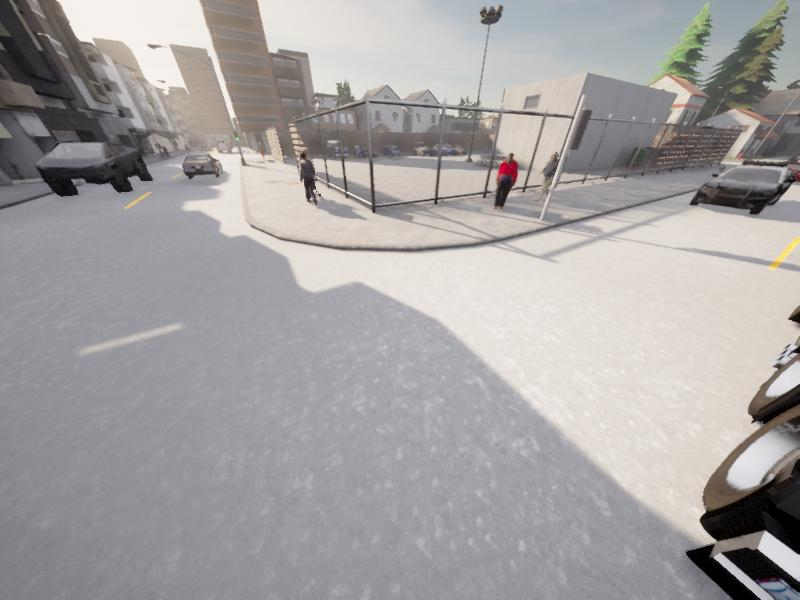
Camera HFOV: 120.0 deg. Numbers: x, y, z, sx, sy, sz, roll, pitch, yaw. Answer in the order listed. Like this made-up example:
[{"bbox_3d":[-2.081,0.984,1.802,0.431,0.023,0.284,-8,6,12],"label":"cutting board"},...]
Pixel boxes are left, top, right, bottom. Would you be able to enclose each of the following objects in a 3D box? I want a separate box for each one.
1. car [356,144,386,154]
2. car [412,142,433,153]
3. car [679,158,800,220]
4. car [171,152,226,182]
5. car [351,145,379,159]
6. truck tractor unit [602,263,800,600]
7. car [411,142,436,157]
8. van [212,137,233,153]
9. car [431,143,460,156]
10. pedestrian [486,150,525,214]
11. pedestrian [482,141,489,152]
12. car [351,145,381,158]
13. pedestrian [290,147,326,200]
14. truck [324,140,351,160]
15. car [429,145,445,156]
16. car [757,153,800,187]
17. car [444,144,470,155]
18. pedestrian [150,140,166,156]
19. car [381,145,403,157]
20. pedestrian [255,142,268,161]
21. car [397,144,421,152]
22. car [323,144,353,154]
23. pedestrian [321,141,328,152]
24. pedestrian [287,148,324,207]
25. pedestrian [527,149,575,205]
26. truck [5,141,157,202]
[{"bbox_3d":[-5.366,-28.201,43.154,4.902,1.511,2.128,-17,38,-23],"label":"car"},{"bbox_3d":[4.698,-31.634,47.834,3.866,1.878,1.905,-17,38,-23],"label":"car"},{"bbox_3d":[14.310,-4.757,9.515,5.238,1.638,1.930,-18,39,-25],"label":"car"},{"bbox_3d":[-14.215,-9.751,16.675,2.033,1.411,5.357,-17,39,-24],"label":"car"},{"bbox_3d":[-5.117,-21.325,33.244,2.033,1.415,5.357,-18,39,-24],"label":"car"},{"bbox_3d":[5.105,-0.308,0.780,6.516,4.208,3.053,-19,39,-24],"label":"truck tractor unit"},{"bbox_3d":[3.629,-24.021,36.783,1.905,1.878,3.866,-18,39,-24],"label":"car"},{"bbox_3d":[-34.839,-30.613,45.579,2.351,2.431,6.366,-17,39,-23],"label":"van"},{"bbox_3d":[7.473,-25.019,38.432,2.242,1.667,4.611,-18,39,-24],"label":"car"},{"bbox_3d":[3.664,-4.124,8.088,0.751,1.860,0.751,15,38,20],"label":"pedestrian"},{"bbox_3d":[18.269,-32.726,49.317,0.751,1.860,0.751,-17,38,-23],"label":"pedestrian"},{"bbox_3d":[-4.840,-21.369,33.183,3.705,1.547,1.789,-18,39,-24],"label":"car"},{"bbox_3d":[-3.813,-5.285,9.695,0.751,1.860,0.751,17,38,22],"label":"pedestrian"},{"bbox_3d":[-8.629,-20.546,31.551,2.069,2.038,4.478,-18,39,-24],"label":"truck"},{"bbox_3d":[5.933,-24.030,37.180,1.481,1.379,2.207,-18,39,-24],"label":"car"},{"bbox_3d":[25.641,-8.405,14.879,3.988,1.617,1.851,-18,39,-25],"label":"car"},{"bbox_3d":[9.853,-26.223,40.300,1.816,1.474,4.193,-18,39,-24],"label":"car"},{"bbox_3d":[-34.399,-21.611,32.920,0.751,1.860,0.751,-18,39,-24],"label":"pedestrian"},{"bbox_3d":[-1.268,-22.900,35.430,1.845,1.501,3.633,-18,39,-24],"label":"car"},{"bbox_3d":[-16.120,-17.370,26.975,0.751,1.860,0.751,-12,37,-17],"label":"pedestrian"},{"bbox_3d":[1.998,-33.276,50.518,4.892,1.490,1.837,-19,39,-25],"label":"car"},{"bbox_3d":[-11.767,-28.740,43.871,4.902,1.511,2.128,-19,39,-25],"label":"car"},{"bbox_3d":[-15.423,-31.518,47.293,0.751,1.860,0.751,23,41,29],"label":"pedestrian"},{"bbox_3d":[-3.514,-4.602,8.716,0.751,1.860,0.751,-21,40,-27],"label":"pedestrian"},{"bbox_3d":[5.896,-4.847,9.144,0.751,1.860,0.751,-13,37,-18],"label":"pedestrian"},{"bbox_3d":[-15.696,-7.048,12.159,2.390,2.098,6.274,-18,39,-25],"label":"truck"}]
